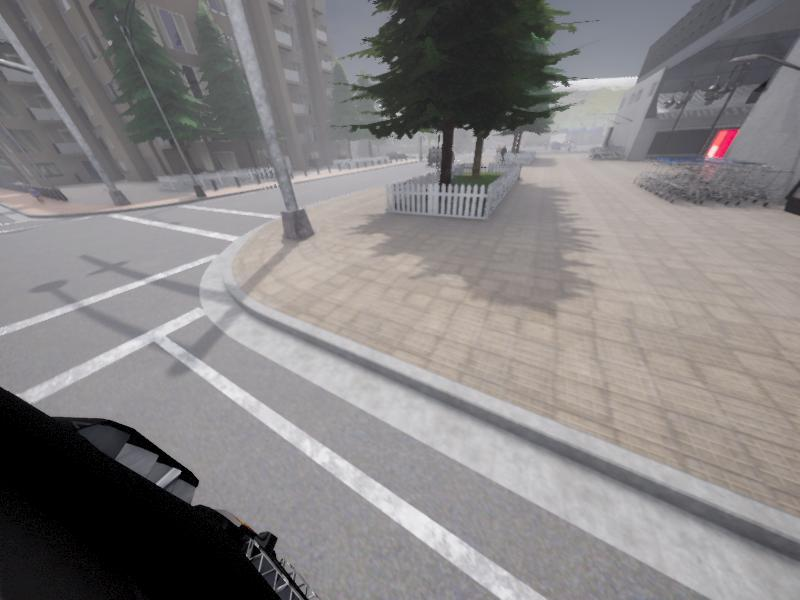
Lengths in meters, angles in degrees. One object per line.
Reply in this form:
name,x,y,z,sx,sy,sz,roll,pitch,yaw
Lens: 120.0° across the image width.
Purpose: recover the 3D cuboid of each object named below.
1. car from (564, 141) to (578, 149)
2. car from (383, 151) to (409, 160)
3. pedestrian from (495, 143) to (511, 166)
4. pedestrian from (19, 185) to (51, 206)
car,39.301,-35.704,53.256,1.970,1.475,3.806,14,37,24
car,-0.812,-30.389,48.623,4.792,1.488,2.163,14,37,24
pedestrian,10.190,-14.375,22.879,0.751,1.860,0.751,-14,35,-16
pedestrian,-22.117,-6.352,14.026,0.500,1.100,0.500,14,37,24
